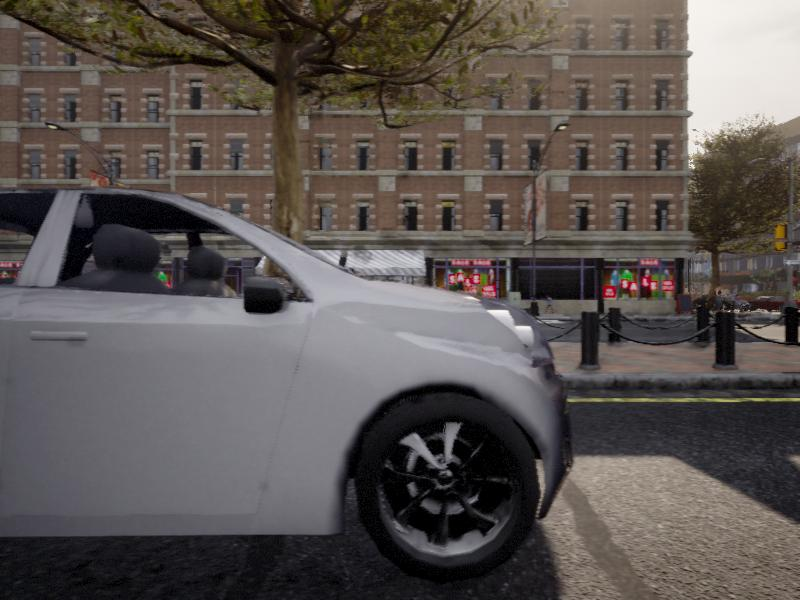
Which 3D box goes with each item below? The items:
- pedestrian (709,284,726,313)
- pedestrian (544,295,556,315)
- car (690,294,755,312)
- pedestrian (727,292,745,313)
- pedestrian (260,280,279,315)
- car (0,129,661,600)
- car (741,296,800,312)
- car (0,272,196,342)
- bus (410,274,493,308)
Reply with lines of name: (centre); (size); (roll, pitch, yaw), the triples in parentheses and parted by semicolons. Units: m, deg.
pedestrian: (20.673, -0.117, 26.047); (0.751, 1.860, 0.751); (0, 0, -44)
pedestrian: (8.256, 0.264, 22.037); (0.500, 1.100, 0.500); (0, 0, -2)
car: (28.706, 0.241, 35.870); (1.837, 1.490, 4.892); (0, 0, 0)
pedestrian: (21.290, 0.163, 25.327); (0.751, 1.300, 0.751); (0, 0, -42)
pedestrian: (-7.090, -0.114, 21.733); (0.751, 1.860, 0.751); (0, 0, 1)
car: (-1.017, 0.228, 2.147); (3.633, 1.501, 1.845); (0, 0, -1)
car: (32.216, 0.340, 34.319); (1.895, 1.301, 4.718); (0, 0, 0)
car: (-8.398, 0.172, 10.365); (5.238, 1.638, 1.930); (0, 0, -2)
bus: (6.444, -1.132, 51.916); (10.273, 4.253, 3.944); (0, 0, 0)
